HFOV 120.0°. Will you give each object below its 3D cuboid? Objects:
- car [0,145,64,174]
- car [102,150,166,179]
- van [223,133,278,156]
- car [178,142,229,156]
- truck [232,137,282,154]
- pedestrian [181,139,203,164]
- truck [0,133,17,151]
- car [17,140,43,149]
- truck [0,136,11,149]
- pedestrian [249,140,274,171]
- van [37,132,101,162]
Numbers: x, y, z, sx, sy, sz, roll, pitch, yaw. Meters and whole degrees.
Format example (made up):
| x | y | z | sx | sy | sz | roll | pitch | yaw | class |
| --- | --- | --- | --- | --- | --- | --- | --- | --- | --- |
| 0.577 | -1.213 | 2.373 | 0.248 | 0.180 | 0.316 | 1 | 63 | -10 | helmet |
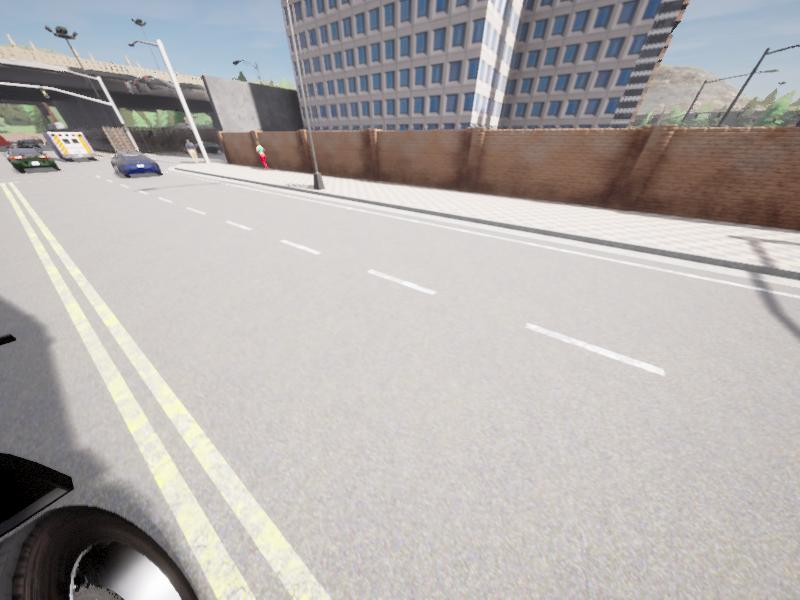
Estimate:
| x | y | z | sx | sy | sz | roll | pitch | yaw | class |
| --- | --- | --- | --- | --- | --- | --- | --- | --- | --- |
| -28.394 | -10.864 | 17.687 | 4.974 | 1.542 | 2.038 | 22 | 40 | 27 | car |
| -18.407 | -9.479 | 15.996 | 4.181 | 1.385 | 1.994 | 25 | 42 | 31 | car |
| -21.557 | -22.764 | 33.703 | 1.988 | 2.561 | 5.915 | 21 | 40 | 27 | van |
| -27.251 | -21.120 | 32.225 | 1.837 | 1.490 | 4.892 | 22 | 41 | 28 | car |
| -22.894 | -25.056 | 37.324 | 2.390 | 2.098 | 6.274 | 21 | 40 | 27 | truck |
| -18.118 | -12.963 | 20.169 | 0.751 | 1.860 | 0.751 | -23 | 41 | -29 | pedestrian |
| -70.071 | -27.485 | 40.103 | 5.204 | 2.467 | 2.627 | 21 | 40 | 27 | truck |
| -71.425 | -29.996 | 44.592 | 4.181 | 1.385 | 1.994 | 21 | 40 | 27 | car |
| -81.593 | -31.828 | 46.477 | 6.274 | 2.098 | 2.390 | 21 | 40 | 27 | truck |
| -10.100 | -10.586 | 16.913 | 0.751 | 1.860 | 0.751 | 20 | 40 | 26 | pedestrian |
| -35.032 | -16.255 | 24.477 | 6.366 | 2.431 | 2.351 | 21 | 40 | 27 | van |
